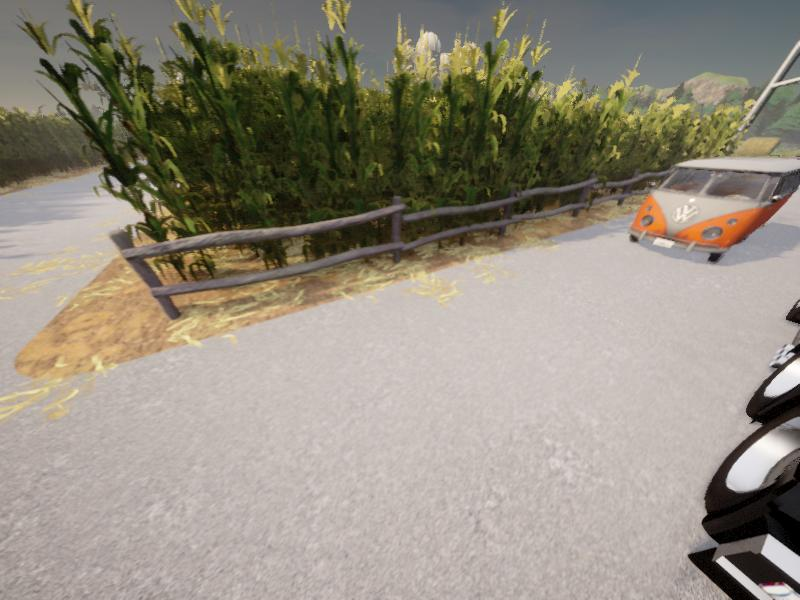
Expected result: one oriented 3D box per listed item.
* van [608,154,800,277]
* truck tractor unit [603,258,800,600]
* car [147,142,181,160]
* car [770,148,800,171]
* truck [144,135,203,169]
[{"bbox_3d":[7.753,-2.363,5.719,4.442,1.987,1.775,-18,39,-25],"label":"van"},{"bbox_3d":[5.100,-0.312,0.796,6.516,4.208,3.053,-19,39,-25],"label":"truck tractor unit"},{"bbox_3d":[-30.195,-19.287,29.770,1.801,1.575,5.366,-18,40,-24],"label":"car"},{"bbox_3d":[38.795,-12.812,21.142,4.553,1.767,2.097,12,36,17],"label":"car"},{"bbox_3d":[-21.387,-14.343,22.219,2.627,2.467,5.204,-18,39,-25],"label":"truck"}]
